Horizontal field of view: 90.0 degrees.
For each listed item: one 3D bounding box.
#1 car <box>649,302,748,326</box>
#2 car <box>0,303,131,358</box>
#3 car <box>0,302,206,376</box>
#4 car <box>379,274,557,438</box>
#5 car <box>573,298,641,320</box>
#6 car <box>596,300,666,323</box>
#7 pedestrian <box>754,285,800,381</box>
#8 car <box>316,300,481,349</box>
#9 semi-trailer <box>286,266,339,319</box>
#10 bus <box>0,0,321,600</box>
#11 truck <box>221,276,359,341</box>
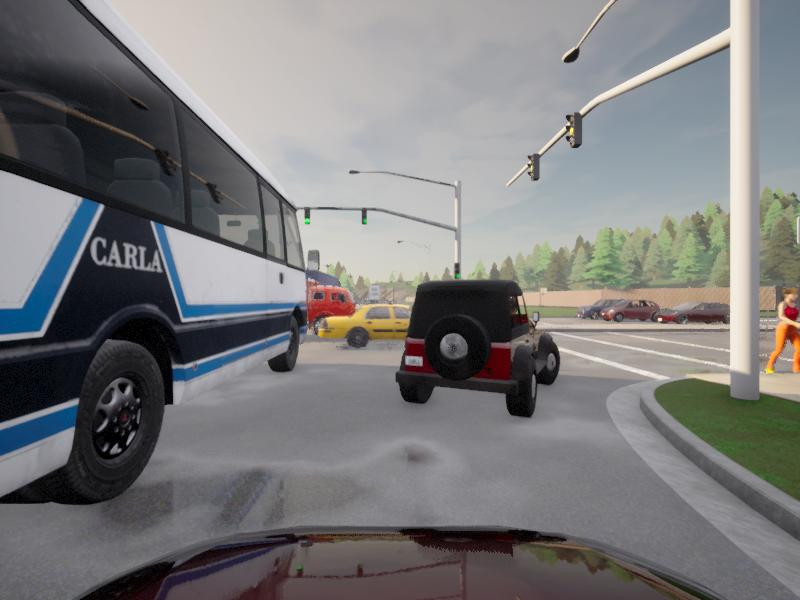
[{"bbox_3d":[19.094,0.851,25.760,4.792,1.488,2.163,0,0,-1],"label":"car"},{"bbox_3d":[-11.030,0.854,13.032,1.816,1.474,4.193,0,0,-2],"label":"car"},{"bbox_3d":[-7.458,0.835,10.829,2.128,1.511,4.902,0,0,-2],"label":"car"},{"bbox_3d":[1.434,0.646,6.742,1.905,1.878,3.866,0,0,27],"label":"car"},{"bbox_3d":[16.841,0.694,32.714,4.553,1.767,2.097,0,0,-1],"label":"car"},{"bbox_3d":[16.794,0.788,29.216,3.988,1.617,1.851,0,0,-1],"label":"car"},{"bbox_3d":[7.966,0.637,8.198,0.751,1.860,0.751,0,0,-7],"label":"pedestrian"},{"bbox_3d":[-0.052,0.800,13.859,5.366,1.575,1.801,0,0,-1],"label":"car"},{"bbox_3d":[-8.385,-0.621,40.660,2.717,4.402,14.254,0,0,-2],"label":"semi-trailer"},{"bbox_3d":[-3.907,-0.535,5.380,3.944,4.253,10.273,0,0,-2],"label":"bus"},{"bbox_3d":[-4.517,0.339,17.273,5.204,2.467,2.627,1,0,-1],"label":"truck"}]
